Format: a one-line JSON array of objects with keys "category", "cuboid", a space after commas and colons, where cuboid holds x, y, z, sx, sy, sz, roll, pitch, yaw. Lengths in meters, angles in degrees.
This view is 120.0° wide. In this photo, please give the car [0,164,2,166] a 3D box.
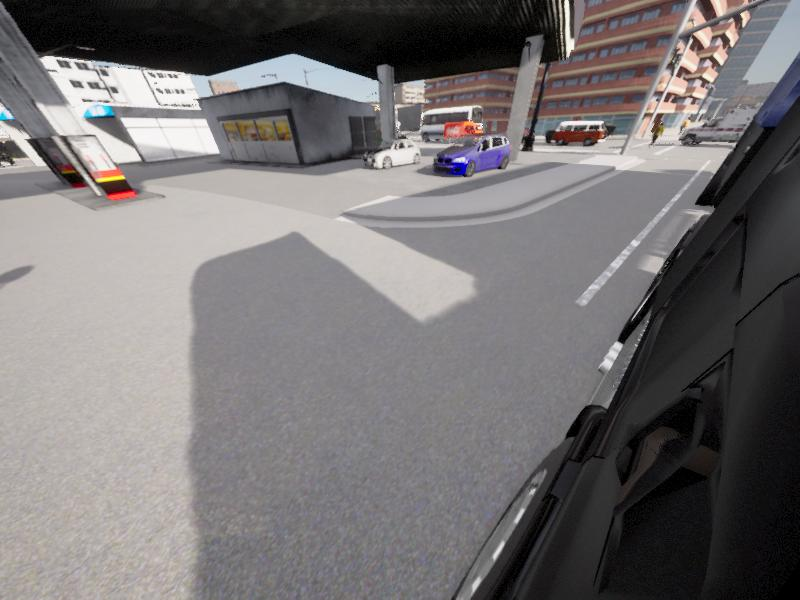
[{"category": "car", "cuboid": [-50.696, -16.003, 26.457, 2.097, 1.767, 4.553, 2, 37, 6]}]

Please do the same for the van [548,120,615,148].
[{"category": "van", "cuboid": [17.981, -16.639, 23.155, 2.069, 2.038, 4.480, -29, 44, -31]}]

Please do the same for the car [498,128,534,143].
[{"category": "car", "cuboid": [15.143, -21.553, 30.320, 1.845, 1.501, 3.633, -29, 44, -31]}]

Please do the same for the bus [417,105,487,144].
[{"category": "bus", "cuboid": [7.643, -27.445, 36.364, 3.944, 4.253, 10.273, -29, 44, -30]}]

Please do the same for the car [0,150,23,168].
[{"category": "car", "cuboid": [-47.430, -15.551, 25.792, 1.930, 1.638, 5.238, 2, 37, 7]}]

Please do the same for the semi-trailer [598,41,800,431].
[{"category": "semi-trailer", "cuboid": [8.696, -3.595, 4.247, 14.254, 4.402, 2.717, -28, 44, -30]}]

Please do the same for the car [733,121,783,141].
[{"category": "car", "cuboid": [35.310, -16.687, 22.786, 4.181, 1.385, 1.994, -24, 42, -26]}]

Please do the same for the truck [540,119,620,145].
[{"category": "truck", "cuboid": [19.681, -18.607, 25.642, 2.390, 2.098, 6.274, -30, 44, -31]}]

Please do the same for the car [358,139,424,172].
[{"category": "car", "cuboid": [-0.513, -9.628, 15.219, 3.806, 1.475, 1.970, -28, 44, -30]}]

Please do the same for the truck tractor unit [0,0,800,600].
[{"category": "truck tractor unit", "cuboid": [2.645, -0.295, 0.351, 6.516, 4.208, 3.053, -28, 44, -30]}]

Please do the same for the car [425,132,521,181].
[{"category": "car", "cuboid": [3.761, -7.536, 11.906, 4.611, 1.667, 2.242, -28, 44, -30]}]

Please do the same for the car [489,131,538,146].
[{"category": "car", "cuboid": [13.488, -19.363, 27.680, 1.895, 1.301, 4.718, -29, 44, -31]}]

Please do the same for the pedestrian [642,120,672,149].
[{"category": "pedestrian", "cuboid": [20.946, -13.487, 18.877, 0.751, 1.860, 0.751, -20, 40, -22]}]

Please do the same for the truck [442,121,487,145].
[{"category": "truck", "cuboid": [8.679, -23.002, 31.843, 2.627, 2.467, 5.204, -29, 44, -31]}]

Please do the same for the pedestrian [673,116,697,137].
[{"category": "pedestrian", "cuboid": [33.067, -20.153, 26.844, 0.751, 1.860, 0.751, 1, 37, 4]}]

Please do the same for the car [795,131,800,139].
[{"category": "car", "cuboid": [39.556, -16.090, 21.514, 5.238, 1.638, 1.930, -28, 44, -30]}]

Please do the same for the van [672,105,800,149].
[{"category": "van", "cuboid": [26.899, -13.516, 18.142, 2.351, 2.431, 6.366, -18, 39, -20]}]
